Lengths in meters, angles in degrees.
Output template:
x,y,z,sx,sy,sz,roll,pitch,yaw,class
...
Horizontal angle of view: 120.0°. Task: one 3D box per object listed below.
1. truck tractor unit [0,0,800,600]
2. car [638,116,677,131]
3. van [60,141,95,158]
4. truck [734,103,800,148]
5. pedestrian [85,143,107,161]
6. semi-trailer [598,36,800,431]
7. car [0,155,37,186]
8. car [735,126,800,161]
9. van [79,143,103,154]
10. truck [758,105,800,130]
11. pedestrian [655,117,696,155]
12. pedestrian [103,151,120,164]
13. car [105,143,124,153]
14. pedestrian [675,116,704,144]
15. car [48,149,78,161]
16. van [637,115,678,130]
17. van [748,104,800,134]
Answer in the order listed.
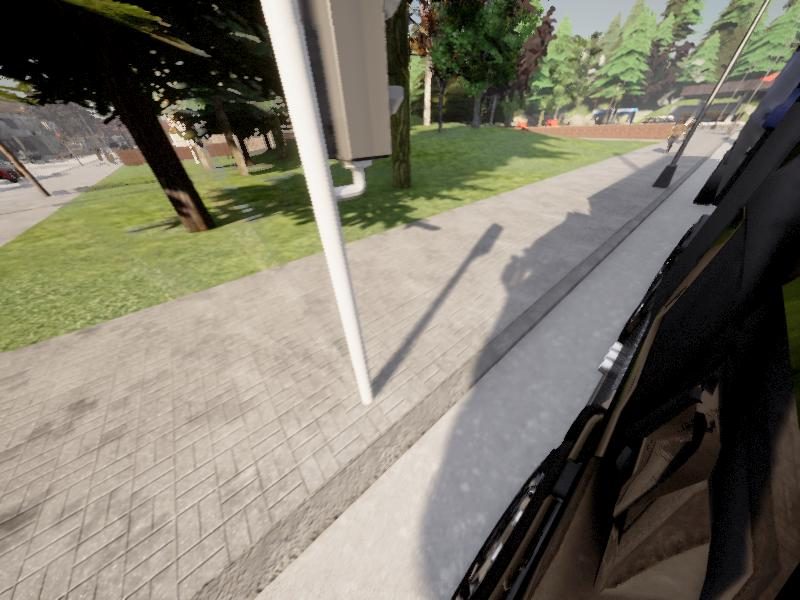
x,y,z,sx,sy,sz,roll,pitch,yaw,class
2.645,-0.295,0.352,6.516,4.208,3.053,-28,44,-30,truck tractor unit
45.449,-31.142,40.829,1.905,1.878,3.866,-26,43,-28,car
-64.974,-30.492,46.662,2.351,2.431,6.366,-28,44,-30,van
29.312,-13.687,18.010,5.204,2.467,2.627,-29,44,-29,truck
-38.592,-18.818,29.365,0.751,1.860,0.751,-25,42,-27,pedestrian
8.662,-3.626,4.268,14.254,4.402,2.717,-29,44,-30,semi-trailer
-28.929,-9.268,16.521,2.007,1.525,4.514,-29,44,-31,car
21.798,-9.242,13.498,4.181,1.385,1.994,-28,43,-29,car
-72.860,-35.788,54.549,2.069,2.038,4.480,-28,44,-30,van
52.591,-24.339,30.829,2.627,2.467,5.204,16,40,21,truck
17.325,-10.307,14.570,0.751,1.860,0.751,-20,40,-22,pedestrian
-31.005,-15.313,24.855,0.500,1.100,0.500,-14,38,-14,pedestrian
-69.829,-37.379,56.622,1.905,1.878,3.866,-28,44,-30,car
24.336,-14.264,19.418,0.751,1.860,0.751,-32,46,-33,pedestrian
-57.142,-24.714,39.266,1.816,1.474,4.193,-28,44,-30,car
47.994,-33.124,43.190,2.069,2.038,4.480,-27,43,-29,van
44.708,-21.747,27.796,5.915,2.561,1.988,-30,45,-31,van
